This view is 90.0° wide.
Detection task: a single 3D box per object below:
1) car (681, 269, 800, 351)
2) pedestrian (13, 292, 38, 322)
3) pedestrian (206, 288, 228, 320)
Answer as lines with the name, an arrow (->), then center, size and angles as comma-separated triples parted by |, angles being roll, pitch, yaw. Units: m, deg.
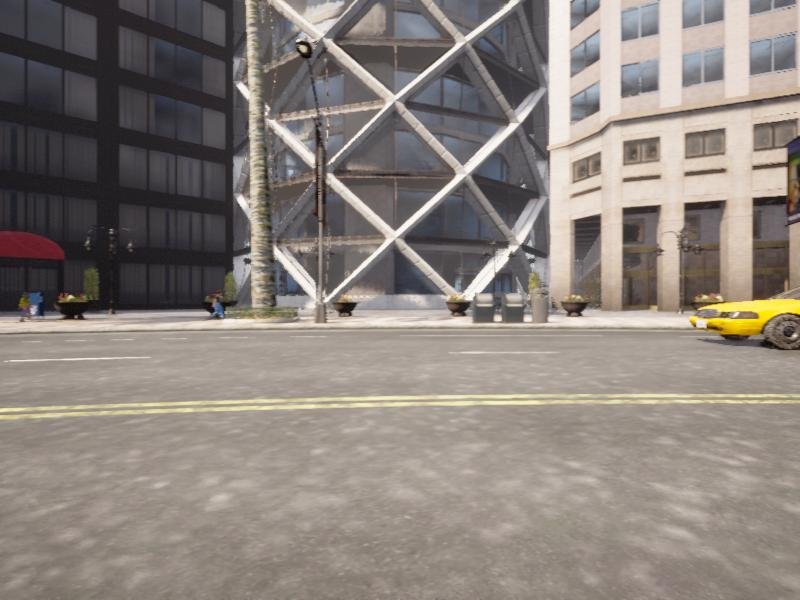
car -> 9.303, 0.194, 8.348 | 5.366, 1.575, 1.801 | 0, 0, 11
pedestrian -> -13.800, 0.261, 14.739 | 0.500, 1.100, 0.500 | 0, 0, -18
pedestrian -> -7.584, 0.158, 16.595 | 0.751, 1.300, 0.751 | 0, 0, -20
